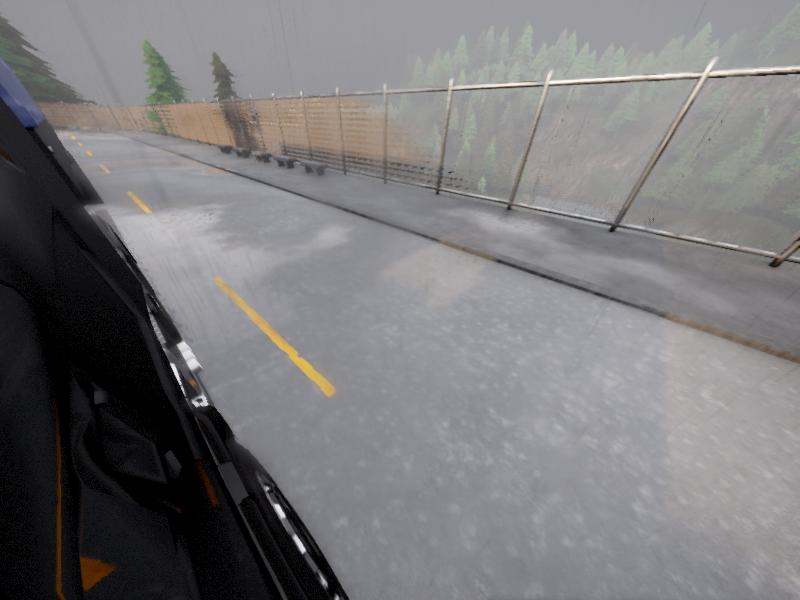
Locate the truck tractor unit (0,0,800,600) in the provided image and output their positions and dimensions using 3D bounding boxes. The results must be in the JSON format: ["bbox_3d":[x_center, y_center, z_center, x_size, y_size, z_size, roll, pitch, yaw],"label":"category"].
[{"bbox_3d":[-2.645,-0.295,0.351,6.516,4.208,3.053,28,44,30],"label":"truck tractor unit"}]

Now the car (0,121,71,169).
[{"bbox_3d":[-19.279,-8.124,11.937,5.238,1.638,1.930,28,44,30],"label":"car"}]

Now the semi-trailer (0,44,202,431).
[{"bbox_3d":[-8.702,-3.599,4.230,14.254,4.402,2.717,28,44,30],"label":"semi-trailer"}]
